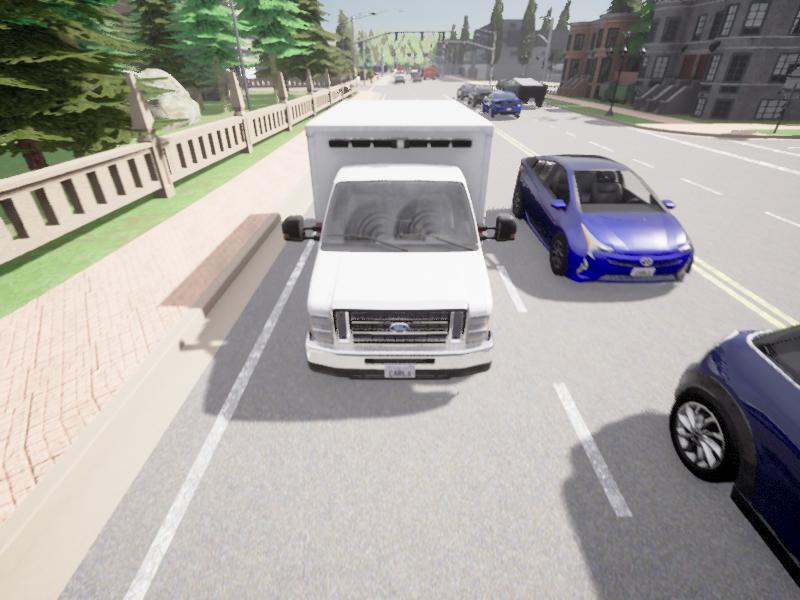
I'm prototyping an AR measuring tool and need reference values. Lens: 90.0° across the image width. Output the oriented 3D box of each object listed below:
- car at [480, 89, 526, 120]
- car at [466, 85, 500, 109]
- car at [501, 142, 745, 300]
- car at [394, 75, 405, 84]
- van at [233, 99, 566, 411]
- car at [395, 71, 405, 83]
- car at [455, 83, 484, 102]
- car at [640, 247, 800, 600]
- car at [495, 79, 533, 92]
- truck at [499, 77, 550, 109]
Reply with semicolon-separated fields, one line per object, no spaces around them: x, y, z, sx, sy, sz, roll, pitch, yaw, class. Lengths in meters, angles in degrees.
6.998;-13.628;27.731;1.882;1.535;5.008;0;30;0;car
6.996;-17.419;34.244;1.837;1.490;4.892;0;30;0;car
3.500;-1.799;7.548;2.007;1.525;4.514;0;30;0;car
-0.007;-42.375;76.921;2.033;1.411;5.357;0;30;0;car
-0.003;-1.528;6.192;2.351;2.431;6.366;0;30;0;van
-0.005;-46.940;84.090;2.150;2.045;5.566;0;30;0;car
6.999;-21.237;40.860;2.033;1.411;5.357;0;30;0;car
3.499;1.491;1.668;2.097;1.767;4.553;0;30;0;car
15.519;-29.328;54.615;4.514;1.525;2.007;0;30;0;car
10.497;-17.817;34.327;2.390;2.098;6.274;0;30;0;truck
